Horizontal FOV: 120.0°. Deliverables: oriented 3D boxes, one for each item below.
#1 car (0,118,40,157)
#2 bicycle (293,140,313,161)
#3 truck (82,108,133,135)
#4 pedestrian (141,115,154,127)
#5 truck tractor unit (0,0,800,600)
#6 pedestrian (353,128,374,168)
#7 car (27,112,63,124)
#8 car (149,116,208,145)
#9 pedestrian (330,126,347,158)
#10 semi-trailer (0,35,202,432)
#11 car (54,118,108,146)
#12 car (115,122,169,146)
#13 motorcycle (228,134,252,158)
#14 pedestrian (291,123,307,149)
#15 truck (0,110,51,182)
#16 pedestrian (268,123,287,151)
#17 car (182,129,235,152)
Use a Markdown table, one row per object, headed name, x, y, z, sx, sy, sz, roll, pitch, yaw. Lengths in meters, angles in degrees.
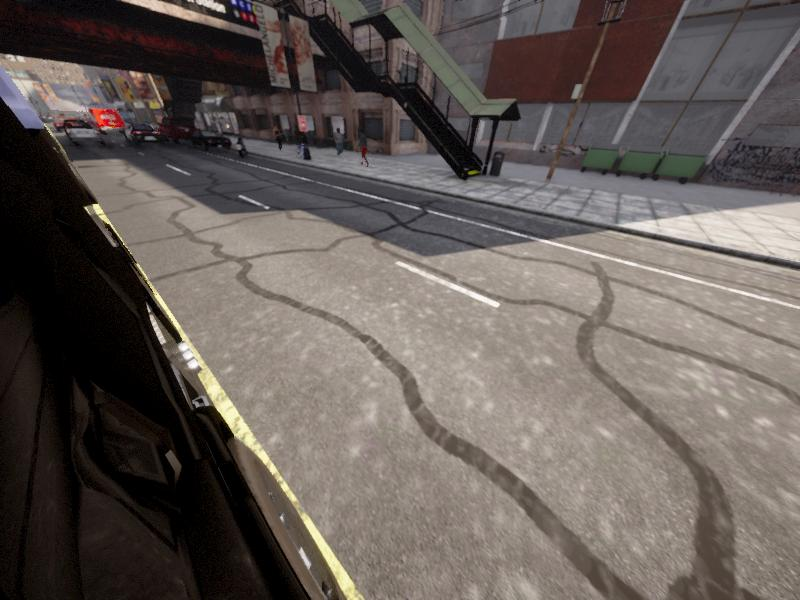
| name | x | y | z | sx | sy | sz | roll | pitch | yaw |
| --- | --- | --- | --- | --- | --- | --- | --- | --- | --- |
| car | -23.414 | -9.627 | 13.557 | 5.238 | 1.638 | 1.930 | 28 | 44 | 30 |
| bicycle | -6.446 | -9.902 | 15.304 | 1.643 | 1.024 | 0.373 | 27 | 33 | 29 |
| truck | -36.303 | -22.169 | 28.720 | 5.204 | 2.467 | 2.627 | 28 | 43 | 29 |
| pedestrian | -48.027 | -34.010 | 43.931 | 0.751 | 1.860 | 0.751 | 19 | 40 | 20 |
| truck tractor unit | -2.645 | -0.295 | 0.351 | 6.516 | 4.208 | 3.053 | 28 | 44 | 30 |
| pedestrian | -2.095 | -8.786 | 13.390 | 0.751 | 1.860 | 0.751 | 25 | 42 | 26 |
| car | -69.698 | -35.777 | 45.397 | 4.611 | 1.667 | 2.242 | 17 | 39 | 18 |
| car | -22.101 | -16.938 | 23.059 | 5.566 | 2.045 | 2.435 | 27 | 43 | 29 |
| pedestrian | -4.454 | -11.459 | 16.795 | 0.751 | 1.860 | 0.751 | -27 | 46 | -34 |
| semi-trailer | -8.744 | -3.583 | 4.168 | 14.254 | 4.402 | 2.717 | 28 | 43 | 29 |
| car | -26.105 | -13.768 | 18.925 | 3.988 | 1.617 | 1.851 | 28 | 43 | 29 |
| car | -23.033 | -14.841 | 20.622 | 4.974 | 1.542 | 2.038 | 28 | 43 | 29 |
| motorcycle | -11.323 | -10.998 | 16.460 | 0.764 | 1.277 | 2.356 | -11 | 39 | -18 |
| pedestrian | -9.367 | -15.171 | 21.413 | 0.751 | 1.860 | 0.751 | 30 | 44 | 31 |
| truck | -17.059 | -6.411 | 9.356 | 6.274 | 2.098 | 2.390 | 27 | 43 | 29 |
| pedestrian | -10.039 | -13.388 | 18.992 | 0.751 | 1.860 | 0.751 | -26 | 46 | -33 |
| car | -16.365 | -13.672 | 19.702 | 4.718 | 1.301 | 1.895 | 27 | 43 | 29 |
